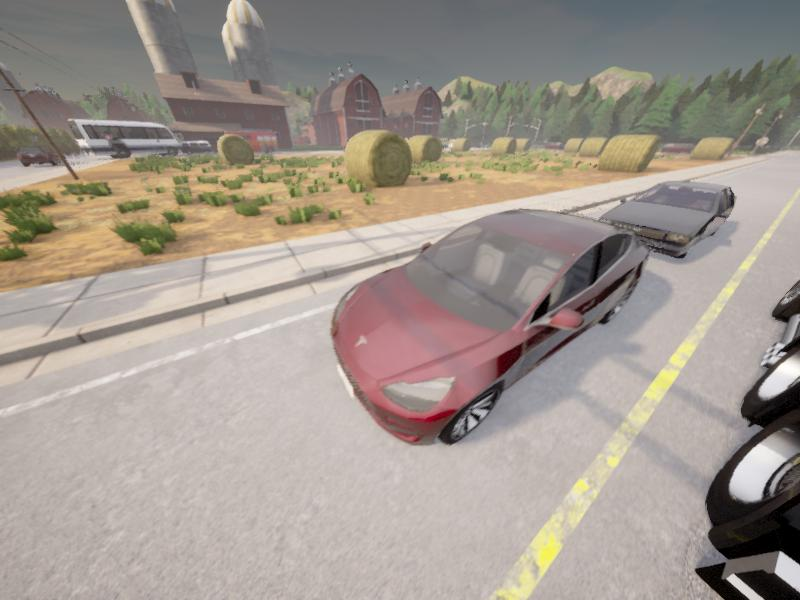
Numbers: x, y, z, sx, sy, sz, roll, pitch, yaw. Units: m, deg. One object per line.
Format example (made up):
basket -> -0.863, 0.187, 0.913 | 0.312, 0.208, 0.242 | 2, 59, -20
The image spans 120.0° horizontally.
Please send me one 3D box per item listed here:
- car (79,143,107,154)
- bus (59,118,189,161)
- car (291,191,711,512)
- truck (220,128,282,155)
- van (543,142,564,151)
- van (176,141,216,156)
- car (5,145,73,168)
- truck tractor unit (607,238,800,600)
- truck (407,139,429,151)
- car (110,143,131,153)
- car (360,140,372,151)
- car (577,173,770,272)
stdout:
car -> -59.424, -29.391, 44.773 | 2.038, 1.542, 4.974 | -23, 41, -30
bus -> -37.627, -22.455, 32.478 | 3.944, 4.253, 10.273 | 16, 38, 21
car -> 1.474, -0.270, 3.128 | 4.792, 1.488, 2.163 | -20, 40, -27
truck -> -27.258, -29.247, 42.724 | 8.468, 3.827, 2.891 | -23, 41, -30
van -> 44.841, -44.959, 67.554 | 1.775, 1.987, 4.442 | -22, 40, -29
van -> -34.283, -25.568, 38.929 | 4.480, 2.038, 2.069 | -22, 41, -29
car -> -36.654, -14.832, 23.677 | 2.097, 1.767, 4.553 | -22, 41, -29
truck tractor unit -> 5.062, -0.347, 0.850 | 6.516, 4.208, 3.053 | -20, 39, -26
truck -> 4.560, -39.558, 59.011 | 5.204, 2.467, 2.627 | -23, 41, -30
car -> -57.863, -31.526, 47.897 | 1.837, 1.490, 4.892 | -25, 42, -32
car -> -8.687, -39.327, 58.821 | 1.905, 1.878, 3.866 | 11, 38, 5
car -> 7.672, -2.487, 6.448 | 5.357, 1.411, 2.033 | -20, 40, -27
